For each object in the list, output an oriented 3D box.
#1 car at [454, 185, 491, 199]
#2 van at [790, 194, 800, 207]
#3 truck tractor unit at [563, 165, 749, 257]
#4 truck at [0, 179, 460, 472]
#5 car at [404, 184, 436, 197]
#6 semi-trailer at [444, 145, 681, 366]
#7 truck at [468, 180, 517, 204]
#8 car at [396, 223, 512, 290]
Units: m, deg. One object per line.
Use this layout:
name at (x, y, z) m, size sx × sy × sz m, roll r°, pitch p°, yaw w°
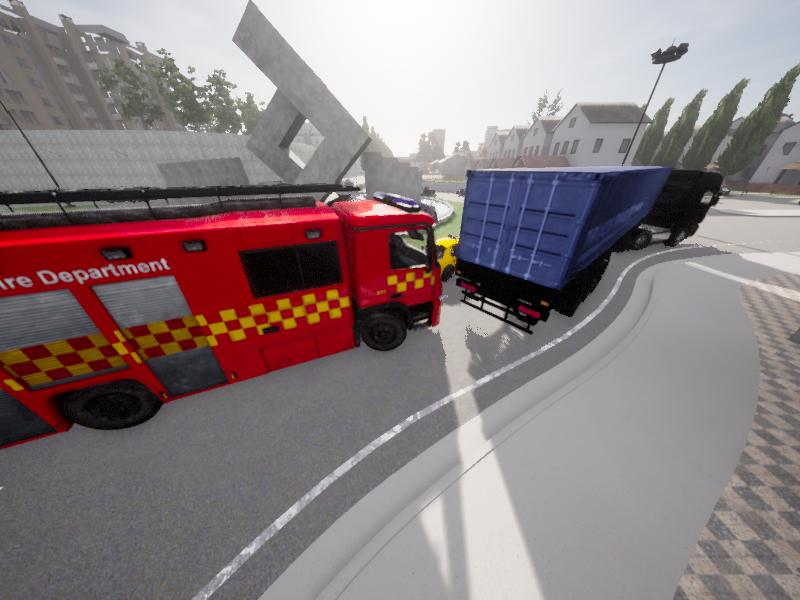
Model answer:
car at (11.228, -16.993, 36.112) m, size 4.856 × 1.649 × 2.033 m, roll 25°, pitch 38°, yaw 37°
van at (50.277, -11.769, 26.268) m, size 6.366 × 2.431 × 2.351 m, roll 0°, pitch 30°, yaw 0°
truck tractor unit at (14.028, -5.292, 13.255) m, size 6.516 × 4.208 × 3.053 m, roll -7°, pitch 31°, yaw -12°
truck at (-3.253, -0.427, 5.229) m, size 8.468 × 3.827 × 2.891 m, roll -13°, pitch 32°, yaw -21°
car at (3.247, -18.283, 38.451) m, size 4.974 × 1.542 × 2.038 m, roll 23°, pitch 37°, yaw 34°
semi-trailer at (7.663, -3.166, 9.369) m, size 14.254 × 4.402 × 2.717 m, roll -24°, pitch 38°, yaw -35°
truck at (12.388, -14.615, 31.167) m, size 5.204 × 2.467 × 2.627 m, roll 18°, pitch 35°, yaw 27°
car at (2.536, -2.201, 10.544) m, size 5.366 × 1.575 × 1.801 m, roll -20°, pitch 35°, yaw -30°
